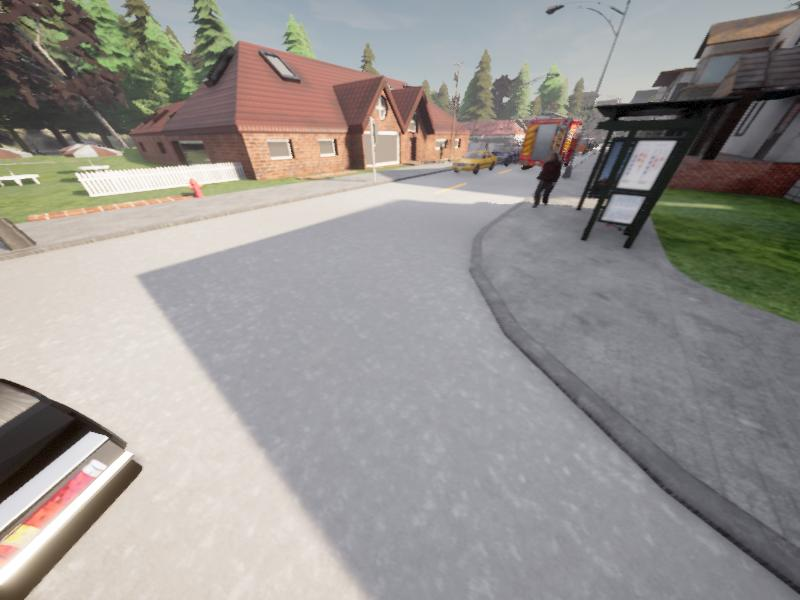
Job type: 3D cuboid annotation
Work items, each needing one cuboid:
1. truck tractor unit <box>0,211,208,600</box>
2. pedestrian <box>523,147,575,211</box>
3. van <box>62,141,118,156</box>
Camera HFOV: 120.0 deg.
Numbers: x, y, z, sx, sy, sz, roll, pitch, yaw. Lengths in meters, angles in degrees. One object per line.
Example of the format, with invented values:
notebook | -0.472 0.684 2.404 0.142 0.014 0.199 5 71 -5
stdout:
truck tractor unit | -5.341 0.062 0.272 6.516 4.208 3.053 6 35 8
pedestrian | 5.119 -4.187 8.020 0.751 1.860 0.751 -23 41 -29
van | -64.674 -31.800 48.358 2.351 2.431 6.366 24 42 30
